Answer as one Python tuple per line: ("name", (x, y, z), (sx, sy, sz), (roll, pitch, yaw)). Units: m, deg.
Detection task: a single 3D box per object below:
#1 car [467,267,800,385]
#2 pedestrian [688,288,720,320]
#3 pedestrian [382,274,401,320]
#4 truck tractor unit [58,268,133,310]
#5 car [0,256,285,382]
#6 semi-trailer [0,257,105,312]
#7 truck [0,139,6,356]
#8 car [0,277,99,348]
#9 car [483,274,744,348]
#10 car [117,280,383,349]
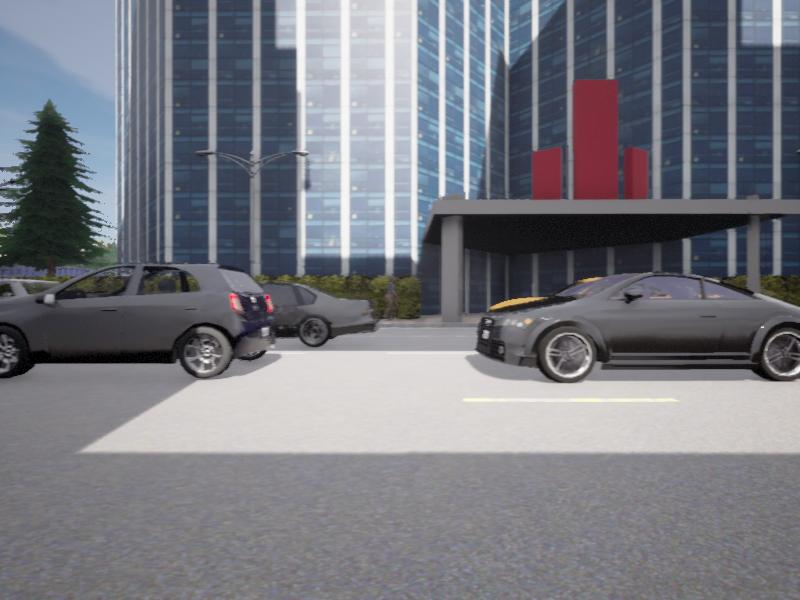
("car", (3.224, 0.307, 5.707), (4.181, 1.385, 1.994), (0, 0, 0))
("pedestrian", (12.420, 0.162, 16.347), (0.751, 1.300, 0.751), (0, 0, 5))
("pedestrian", (-0.352, -0.115, 16.396), (0.751, 1.860, 0.751), (0, 0, 0))
("truck tractor unit", (-32.812, -1.107, 43.505), (3.053, 4.208, 6.516), (0, 0, 0))
("car", (-3.723, 0.228, 5.702), (3.633, 1.501, 1.845), (0, 0, 0))
("semi-trailer", (-33.031, -1.208, 35.597), (2.717, 4.402, 14.254), (0, 0, 2))
("truck", (-11.290, -0.918, 5.708), (8.468, 3.827, 2.891), (0, 0, 0))
("car", (-9.575, 0.256, 9.200), (3.806, 1.475, 1.970), (0, 0, 0))
("car", (4.596, 0.222, 9.200), (5.008, 1.535, 1.882), (0, 0, 0))
("car", (-3.119, 0.296, 9.203), (5.357, 1.411, 2.033), (0, 0, 0))
